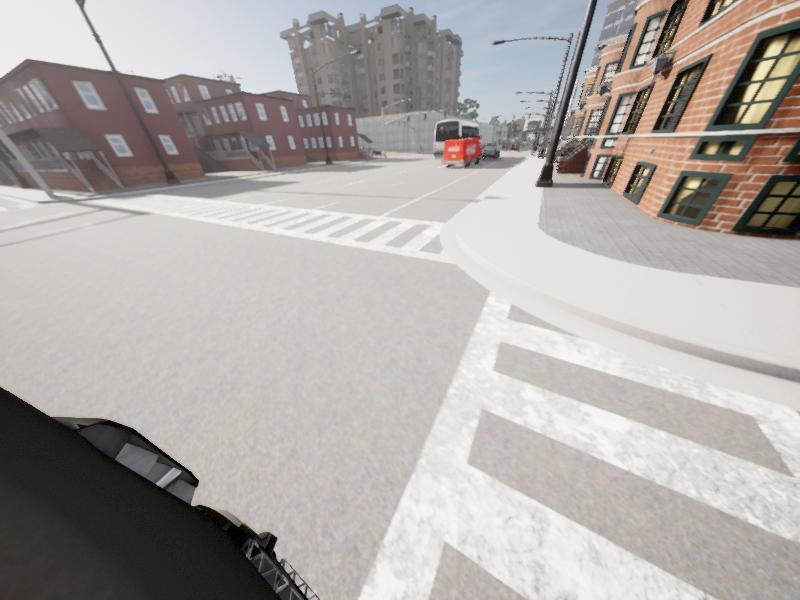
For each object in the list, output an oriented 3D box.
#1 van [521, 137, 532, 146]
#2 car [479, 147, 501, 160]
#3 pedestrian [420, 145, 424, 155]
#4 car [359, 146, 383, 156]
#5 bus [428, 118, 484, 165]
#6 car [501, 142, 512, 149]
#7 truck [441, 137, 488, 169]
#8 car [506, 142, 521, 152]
[{"bbox_3d":[44.504,-55.695,81.300,2.351,2.431,6.366,14,38,24],"label":"van"},{"bbox_3d":[12.612,-20.326,32.078,1.895,1.301,4.718,14,38,24],"label":"car"},{"bbox_3d":[5.329,-36.439,56.150,0.751,1.860,0.751,5,35,11],"label":"pedestrian"},{"bbox_3d":[-6.866,-35.149,54.450,5.238,1.638,1.930,19,39,21],"label":"car"},{"bbox_3d":[7.499,-20.359,29.873,3.944,4.253,10.273,14,38,24],"label":"bus"},{"bbox_3d":[30.458,-44.053,65.980,1.970,1.475,3.806,14,38,24],"label":"car"},{"bbox_3d":[6.899,-15.653,24.542,2.627,2.467,5.204,23,43,32],"label":"truck"},{"bbox_3d":[24.641,-33.236,50.180,2.007,1.525,4.514,5,35,13],"label":"car"}]
